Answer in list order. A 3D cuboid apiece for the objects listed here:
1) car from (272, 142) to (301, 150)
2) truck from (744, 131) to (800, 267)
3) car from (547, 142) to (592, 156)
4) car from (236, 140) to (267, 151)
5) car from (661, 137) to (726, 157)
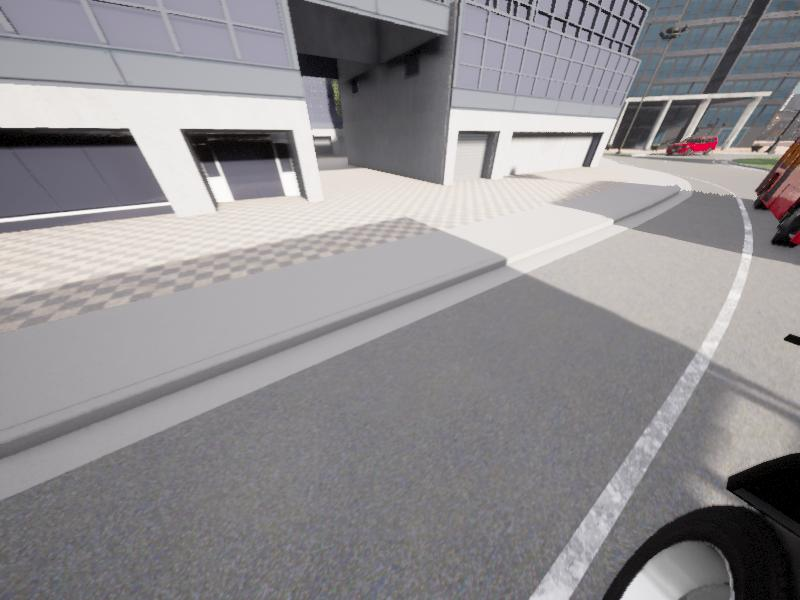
[{"bbox_3d":[-25.162,-34.162,51.295,5.357,1.411,2.033,-19,39,-26],"label":"car"},{"bbox_3d":[12.141,-3.420,5.309,8.468,3.827,2.891,-28,43,-33],"label":"truck"},{"bbox_3d":[24.948,-22.473,34.249,2.038,1.542,4.974,-13,37,-17],"label":"car"},{"bbox_3d":[-29.289,-30.551,45.608,4.553,1.767,2.097,-19,39,-26],"label":"car"},{"bbox_3d":[38.142,-20.023,30.152,5.566,2.045,2.150,-7,36,-9],"label":"car"}]
